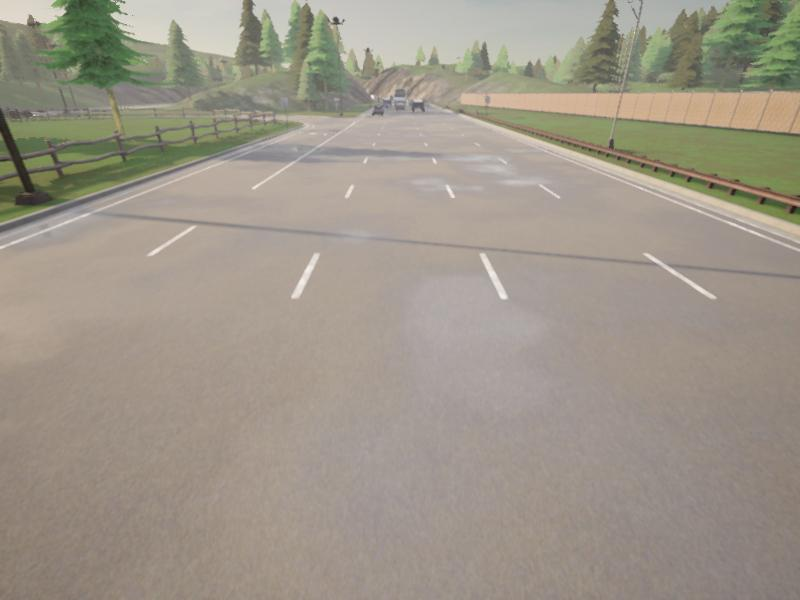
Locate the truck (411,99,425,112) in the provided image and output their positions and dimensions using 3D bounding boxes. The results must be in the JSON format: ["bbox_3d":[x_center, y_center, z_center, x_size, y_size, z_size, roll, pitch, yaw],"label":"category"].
[{"bbox_3d":[3.515,-38.537,79.162,2.390,2.098,6.274,0,27,0],"label":"truck"}]

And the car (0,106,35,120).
[{"bbox_3d":[-51.740,-24.611,52.627,5.027,1.651,2.152,-23,35,-37],"label":"car"}]

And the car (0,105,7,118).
[{"bbox_3d":[-56.306,-25.048,53.227,5.366,1.575,1.801,-20,34,-34],"label":"car"}]
